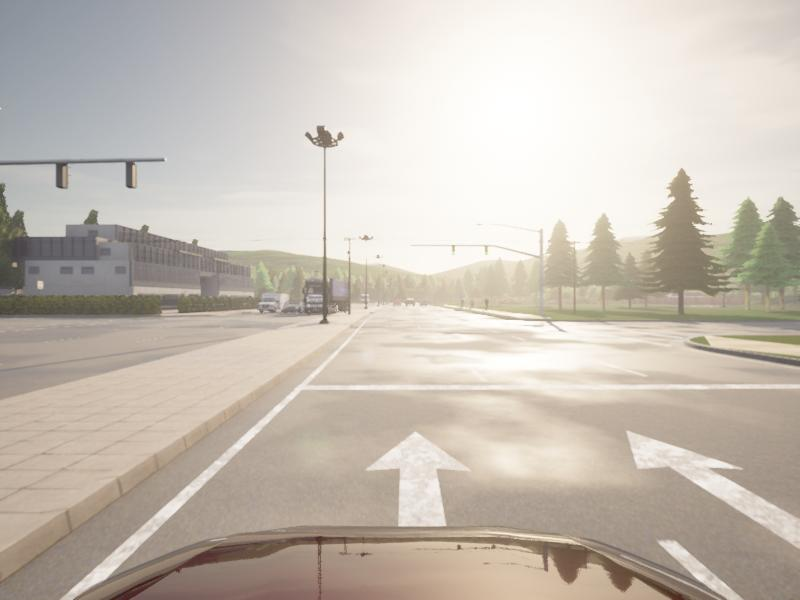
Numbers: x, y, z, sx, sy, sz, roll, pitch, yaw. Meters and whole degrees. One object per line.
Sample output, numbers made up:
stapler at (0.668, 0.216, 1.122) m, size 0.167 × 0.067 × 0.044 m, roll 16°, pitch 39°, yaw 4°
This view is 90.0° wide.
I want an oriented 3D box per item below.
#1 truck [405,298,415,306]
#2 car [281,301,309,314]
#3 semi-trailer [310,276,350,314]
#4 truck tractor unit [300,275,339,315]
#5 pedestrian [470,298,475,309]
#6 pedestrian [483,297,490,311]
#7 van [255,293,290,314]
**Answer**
truck at (2.717, 0.615, 107.480) m, size 2.390 × 2.098 × 6.274 m, roll 0°, pitch 0°, yaw 0°
car at (-12.478, 0.861, 47.943) m, size 2.038 × 1.542 × 4.974 m, roll 0°, pitch 0°, yaw 0°
semi-trailer at (-8.952, -0.581, 53.336) m, size 2.717 × 4.402 × 14.254 m, roll 0°, pitch 0°, yaw 0°
truck tractor unit at (-8.983, -0.488, 45.423) m, size 3.053 × 4.208 × 6.516 m, roll 0°, pitch 0°, yaw 0°
pedestrian at (11.775, 0.529, 65.182) m, size 0.751 × 1.860 × 0.751 m, roll 0°, pitch 0°, yaw 2°
pedestrian at (11.587, 0.521, 53.419) m, size 0.751 × 1.860 × 0.751 m, roll 0°, pitch 0°, yaw 2°
van at (-15.967, 0.412, 50.580) m, size 2.351 × 2.431 × 6.366 m, roll 0°, pitch 0°, yaw 0°
